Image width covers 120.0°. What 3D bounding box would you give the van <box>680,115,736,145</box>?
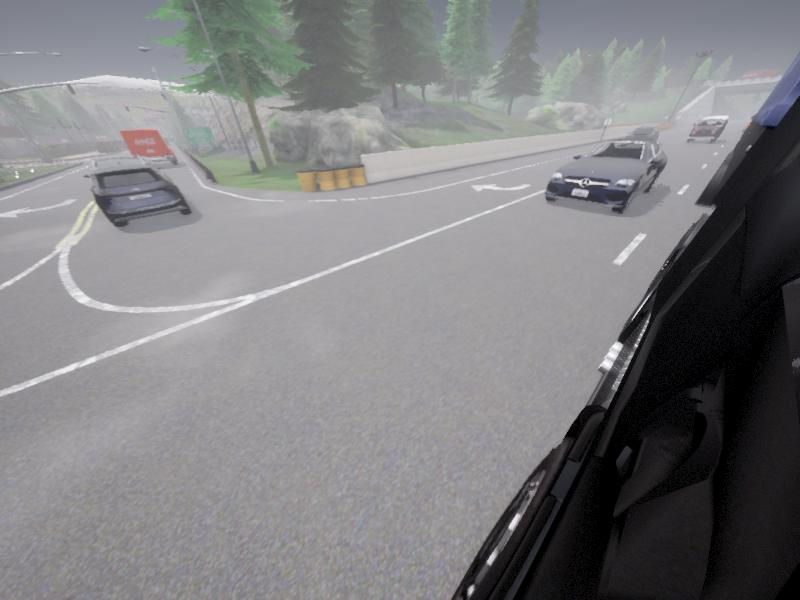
[{"bbox_3d":[28.940,-15.971,21.698,4.480,2.038,2.069,-26,43,-29],"label":"van"}]

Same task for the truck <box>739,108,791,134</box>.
[{"bbox_3d":[47.408,-23.321,30.161,5.204,2.467,2.627,-28,44,-30],"label":"truck"}]

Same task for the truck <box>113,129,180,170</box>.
[{"bbox_3d":[-20.836,-12.707,19.324,2.627,2.467,5.204,-27,43,-29],"label":"truck"}]

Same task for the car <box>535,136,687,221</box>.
[{"bbox_3d":[6.998,-4.275,7.609,5.027,1.651,2.152,-28,44,-30],"label":"car"}]

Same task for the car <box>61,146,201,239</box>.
[{"bbox_3d":[-8.981,-3.915,7.825,4.856,1.649,2.033,33,50,33],"label":"car"}]

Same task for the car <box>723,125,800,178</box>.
[{"bbox_3d":[17.360,-7.025,10.719,4.856,1.649,2.033,-28,44,-30],"label":"car"}]

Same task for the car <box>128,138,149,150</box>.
[{"bbox_3d":[-52.479,-31.368,46.435,1.932,1.855,4.605,-28,44,-30],"label":"car"}]

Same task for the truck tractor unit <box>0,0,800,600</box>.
[{"bbox_3d":[2.645,-0.295,0.351,6.516,4.208,3.053,-28,44,-30],"label":"truck tractor unit"}]

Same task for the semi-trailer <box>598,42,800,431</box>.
[{"bbox_3d":[8.700,-3.583,4.255,14.254,4.402,2.717,-28,44,-30],"label":"semi-trailer"}]

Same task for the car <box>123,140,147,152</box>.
[{"bbox_3d":[-47.202,-27.561,41.301,2.038,1.542,4.974,-28,44,-30],"label":"car"}]

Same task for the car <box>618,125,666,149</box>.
[{"bbox_3d":[22.387,-15.116,21.364,4.892,1.490,1.837,-28,44,-30],"label":"car"}]
